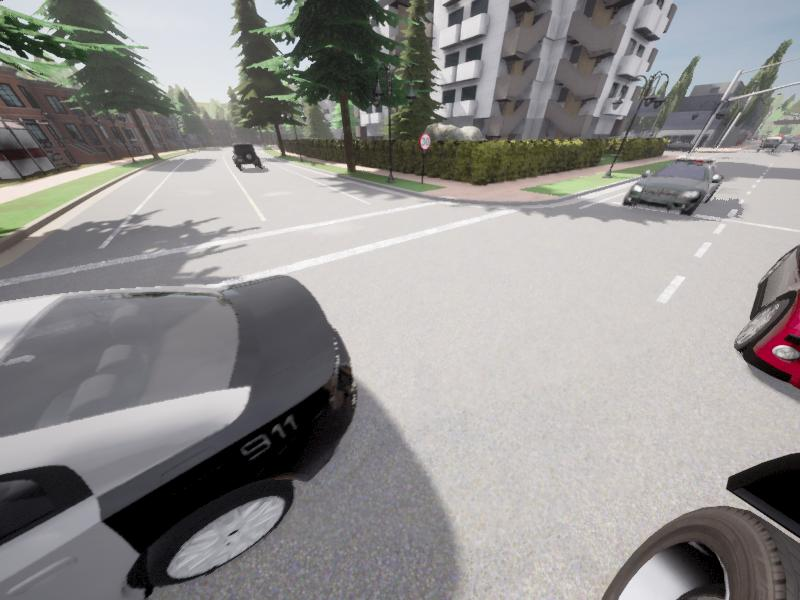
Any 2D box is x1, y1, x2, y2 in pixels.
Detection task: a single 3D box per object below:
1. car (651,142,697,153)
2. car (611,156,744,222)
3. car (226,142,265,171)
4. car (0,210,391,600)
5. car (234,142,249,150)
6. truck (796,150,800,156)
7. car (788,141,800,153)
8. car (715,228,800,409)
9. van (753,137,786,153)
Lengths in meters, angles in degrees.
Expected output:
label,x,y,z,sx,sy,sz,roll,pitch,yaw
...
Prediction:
label,x,y,z,sx,sy,sz,roll,pitch,yaw
car,46.173,-25.867,39.070,1.812,1.442,4.674,-25,42,-31
car,10.671,-4.474,8.864,4.974,1.542,2.038,-23,41,-28
car,-13.509,-12.575,20.159,1.905,1.878,3.866,-22,40,-27
car,-2.776,1.082,0.975,5.238,1.638,1.930,-23,41,-28
car,-37.365,-36.382,54.552,2.033,1.411,5.357,-14,38,-19
truck,54.933,-19.337,28.845,2.627,2.467,5.204,13,37,19
car,65.659,-24.871,37.493,4.792,1.488,2.163,-23,41,-28
car,5.839,0.058,2.531,3.806,1.475,1.970,-22,41,-28
van,61.768,-25.959,38.581,4.480,2.038,2.069,-23,41,-28
